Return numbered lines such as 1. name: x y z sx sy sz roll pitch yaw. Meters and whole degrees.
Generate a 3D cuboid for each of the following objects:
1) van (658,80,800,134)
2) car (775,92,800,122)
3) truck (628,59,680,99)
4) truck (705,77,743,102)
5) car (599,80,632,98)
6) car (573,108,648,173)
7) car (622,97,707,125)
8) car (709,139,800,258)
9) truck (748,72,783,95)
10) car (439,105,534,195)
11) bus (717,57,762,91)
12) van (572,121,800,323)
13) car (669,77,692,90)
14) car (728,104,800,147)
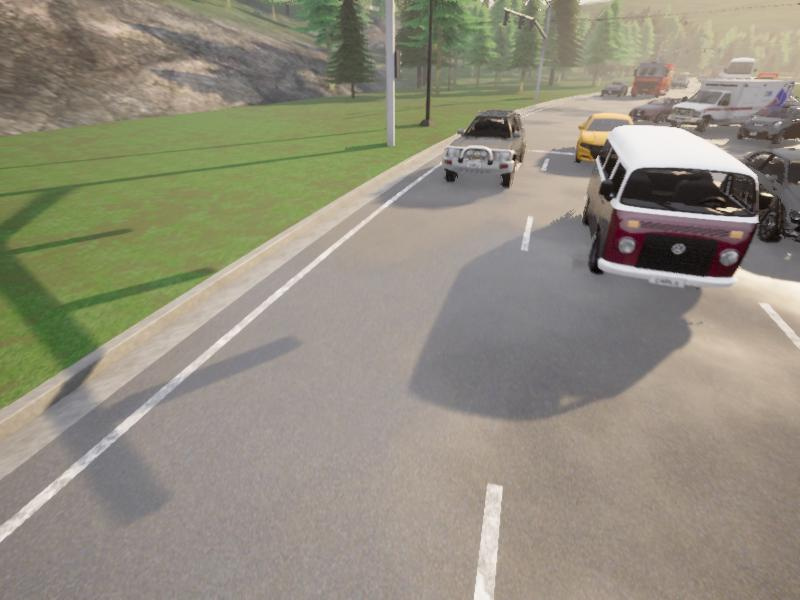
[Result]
1. van: 18.212 -10.819 22.247 6.366 2.431 2.351 -9 32 -16
2. car: 28.462 -12.615 26.200 5.027 1.651 2.152 9 31 14
3. truck: 29.825 -25.955 46.832 2.891 3.827 8.468 22 36 32
4. truck: 34.842 -22.693 43.009 2.390 2.098 6.274 21 36 31
5. car: 25.775 -25.247 47.768 2.152 1.651 5.027 21 36 31
6. car: 7.840 -6.220 15.178 1.882 1.535 5.008 12 32 20
7. car: 16.622 -11.951 25.217 4.181 1.385 1.994 -10 32 -17
8. car: 8.566 -2.319 8.579 1.816 1.474 4.193 11 32 17
9. truck: 48.999 -29.109 53.717 2.627 2.467 5.204 22 37 32
10. car: 2.838 -4.871 12.498 1.932 1.855 4.605 11 31 18
11. bus: 53.558 -35.573 63.074 3.944 4.253 10.273 22 35 32
12. van: 4.434 -1.789 7.084 2.069 2.038 4.480 10 31 16
13. car: 45.404 -35.048 64.690 2.152 1.651 5.027 22 37 32
14. car: 17.737 -8.259 18.757 3.633 1.501 1.845 -14 33 -22
